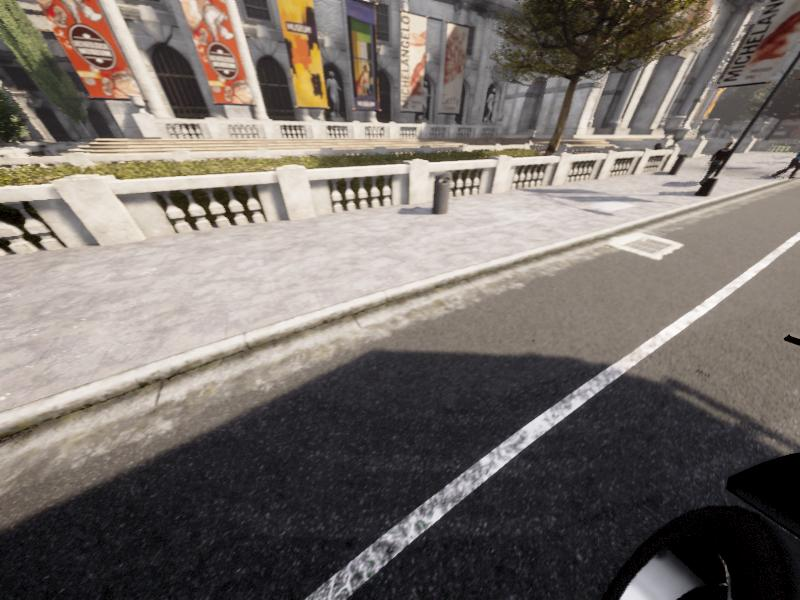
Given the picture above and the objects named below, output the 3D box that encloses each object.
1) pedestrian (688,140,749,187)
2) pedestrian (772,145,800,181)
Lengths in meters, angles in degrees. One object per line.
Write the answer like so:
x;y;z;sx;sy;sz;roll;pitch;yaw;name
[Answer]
15.249;-6.559;11.137;0.751;1.860;0.751;-12;37;-17;pedestrian
21.967;-7.682;12.704;0.751;1.860;0.751;-22;41;-27;pedestrian
